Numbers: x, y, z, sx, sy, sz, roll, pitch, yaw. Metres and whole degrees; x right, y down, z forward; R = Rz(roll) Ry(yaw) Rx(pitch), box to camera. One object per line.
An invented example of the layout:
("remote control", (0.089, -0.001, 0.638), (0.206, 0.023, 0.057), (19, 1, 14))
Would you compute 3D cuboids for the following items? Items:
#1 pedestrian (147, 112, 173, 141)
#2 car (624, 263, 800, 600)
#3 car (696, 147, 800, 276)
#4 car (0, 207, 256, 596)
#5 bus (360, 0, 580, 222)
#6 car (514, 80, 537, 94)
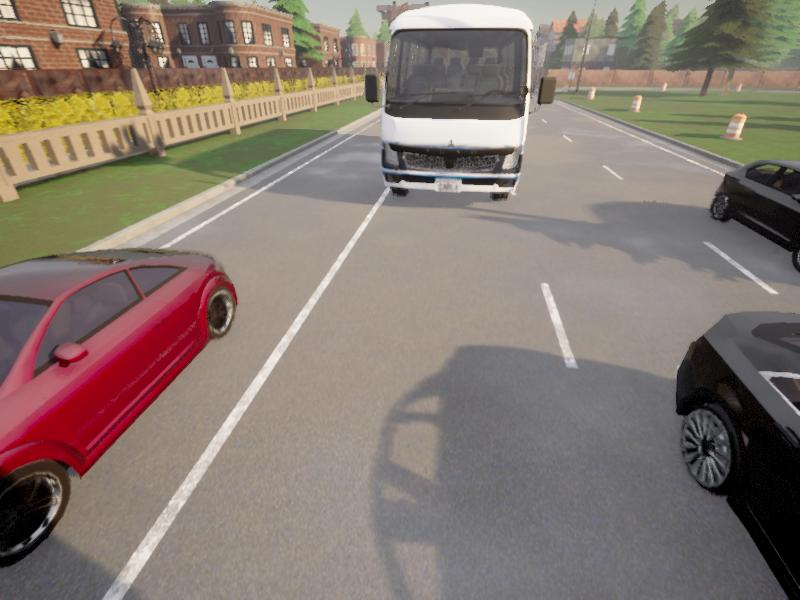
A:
("pedestrian", (-10.340, -7.466, 17.233), (0.500, 1.100, 0.500), (4, 31, 7))
("car", (3.205, 1.615, 1.774), (2.128, 1.511, 4.902), (4, 31, 6))
("car", (7.849, -1.696, 7.508), (1.816, 1.474, 4.193), (4, 31, 7))
("car", (-3.388, 0.480, 3.797), (1.994, 1.385, 4.181), (5, 31, 7))
("bus", (1.975, -6.319, 12.609), (3.944, 4.253, 10.273), (5, 31, 7))
("car", (16.566, -28.233, 52.931), (1.970, 1.475, 3.806), (15, 33, 23))
